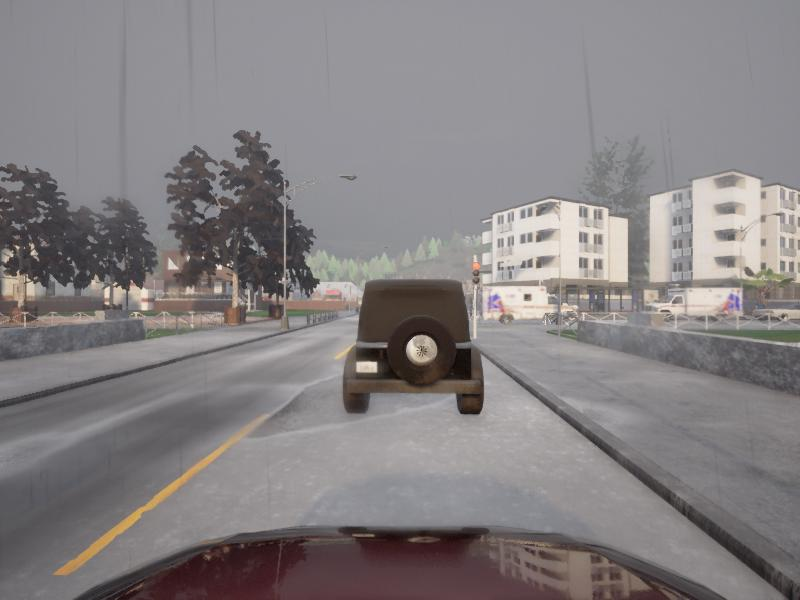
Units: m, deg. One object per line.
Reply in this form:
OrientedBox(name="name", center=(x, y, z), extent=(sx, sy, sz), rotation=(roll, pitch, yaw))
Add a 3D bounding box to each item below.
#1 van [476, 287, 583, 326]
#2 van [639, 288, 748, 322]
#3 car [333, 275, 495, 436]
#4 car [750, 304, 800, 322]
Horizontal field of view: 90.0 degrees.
OrientedBox(name="van", center=(8.284, 0.377, 26.285), extent=(6.366, 2.431, 2.351), rotation=(0, 1, 8))
OrientedBox(name="van", center=(21.752, 0.378, 29.883), extent=(6.366, 2.431, 2.351), rotation=(0, 0, 2))
OrientedBox(name="car", center=(0.220, 0.646, 6.640), extent=(1.905, 1.878, 3.866), rotation=(0, 0, 2))
OrientedBox(name="car", center=(29.156, 0.944, 29.630), extent=(4.718, 1.301, 1.895), rotation=(0, 0, 2))
